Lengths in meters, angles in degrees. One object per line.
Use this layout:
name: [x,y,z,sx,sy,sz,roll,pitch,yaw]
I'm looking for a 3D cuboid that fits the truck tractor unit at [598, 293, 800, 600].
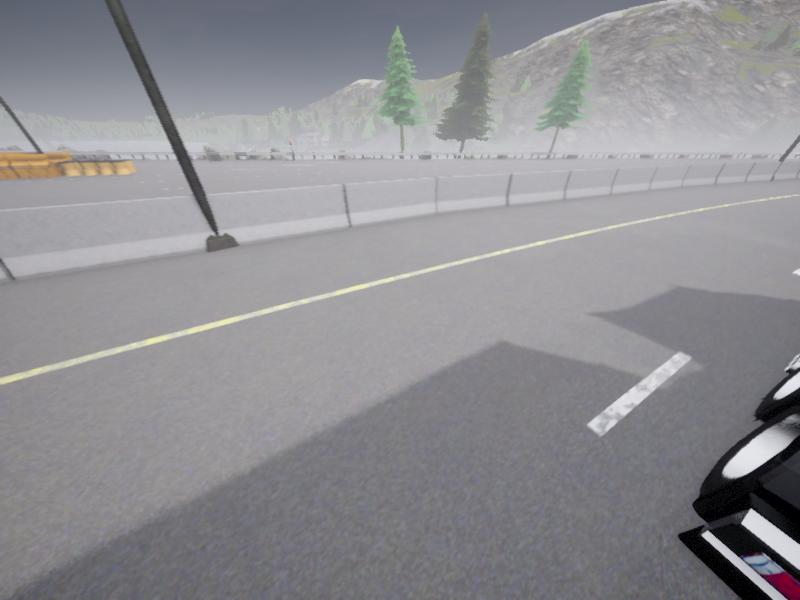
truck tractor unit: [5.164,-0.241,0.722,6.516,4.208,3.053,-16,38,-22]
